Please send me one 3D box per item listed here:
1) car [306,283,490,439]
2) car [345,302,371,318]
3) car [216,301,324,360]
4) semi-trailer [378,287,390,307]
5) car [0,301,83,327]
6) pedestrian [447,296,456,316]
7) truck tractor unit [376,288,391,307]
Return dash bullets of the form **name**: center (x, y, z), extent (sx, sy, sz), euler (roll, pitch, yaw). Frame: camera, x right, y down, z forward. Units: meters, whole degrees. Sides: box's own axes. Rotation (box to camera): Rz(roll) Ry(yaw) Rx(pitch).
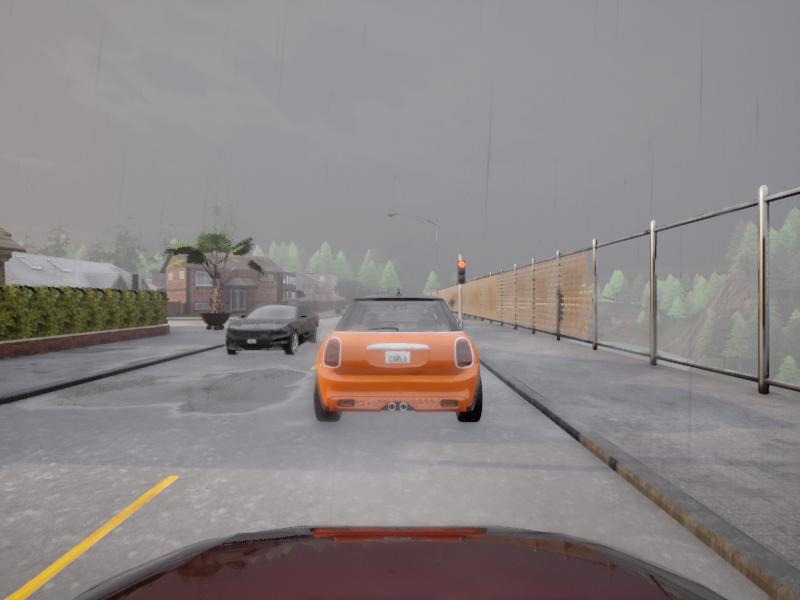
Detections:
- **car**: center (-0.001, 0.694, 6.836), extent (2.097, 1.767, 4.553), euler (0, 0, 1)
- **car**: center (-3.844, 0.907, 37.403), extent (1.994, 1.385, 4.181), euler (0, 0, 0)
- **car**: center (-3.933, 0.823, 13.135), extent (1.882, 1.535, 5.008), euler (0, 0, 0)
- **semi-trailer**: center (-3.757, -0.616, 96.894), extent (2.717, 4.402, 14.254), euler (0, 0, -1)
- **car**: center (-22.932, 0.823, 24.855), extent (5.008, 1.535, 1.882), euler (0, 0, 1)
- **pedestrian**: center (4.934, 0.533, 38.118), extent (0.751, 1.860, 0.751), euler (0, 0, 0)
- **truck tractor unit**: center (-3.635, -0.519, 88.982), extent (3.053, 4.208, 6.516), euler (0, 0, 0)
